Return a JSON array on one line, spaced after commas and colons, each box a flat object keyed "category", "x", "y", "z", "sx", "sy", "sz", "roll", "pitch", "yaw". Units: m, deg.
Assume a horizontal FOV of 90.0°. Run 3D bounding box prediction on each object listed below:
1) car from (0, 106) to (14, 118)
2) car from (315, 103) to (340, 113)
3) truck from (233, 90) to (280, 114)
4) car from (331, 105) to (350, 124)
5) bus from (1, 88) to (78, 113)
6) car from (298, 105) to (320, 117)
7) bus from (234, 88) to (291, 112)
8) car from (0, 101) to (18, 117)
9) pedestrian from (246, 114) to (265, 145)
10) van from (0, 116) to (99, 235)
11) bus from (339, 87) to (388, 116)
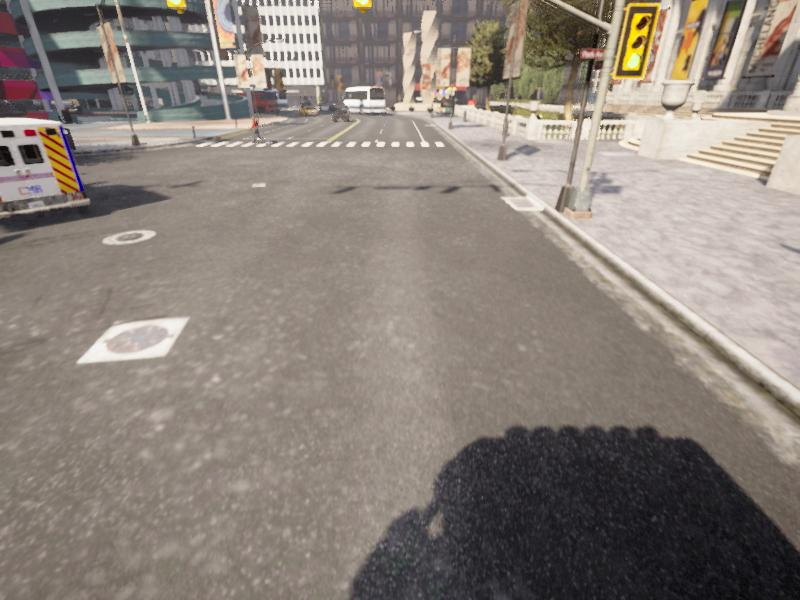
[{"category": "car", "x": -62.354, "y": -28.678, "z": 61.011, "sx": 4.514, "sy": 1.523, "sz": 2.007, "roll": 0, "pitch": 27, "yaw": 0}, {"category": "car", "x": -14.262, "y": -37.804, "z": 78.753, "sx": 4.974, "sy": 1.542, "sz": 2.038, "roll": 23, "pitch": 35, "yaw": 38}, {"category": "truck", "x": -26.965, "y": -37.196, "z": 75.146, "sx": 8.468, "sy": 3.827, "sz": 2.891, "roll": 16, "pitch": 31, "yaw": 28}, {"category": "car", "x": -7.229, "y": -22.883, "z": 49.271, "sx": 1.905, "sy": 1.878, "sz": 3.866, "roll": -1, "pitch": 27, "yaw": -3}, {"category": "bus", "x": -71.308, "y": -39.569, "z": 79.444, "sx": 10.273, "sy": 4.253, "sz": 3.944, "roll": 0, "pitch": 27, "yaw": 0}, {"category": "car", "x": -14.622, "y": -30.214, "z": 63.963, "sx": 1.801, "sy": 1.575, "sz": 5.366, "roll": -14, "pitch": 30, "yaw": -24}, {"category": "bus", "x": -28.358, "y": -41.242, "z": 82.579, "sx": 10.273, "sy": 4.253, "sz": 3.944, "roll": 10, "pitch": 29, "yaw": 19}, {"category": "car", "x": -62.296, "y": -29.027, "z": 60.833, "sx": 5.566, "sy": 2.045, "sz": 2.435, "roll": 0, "pitch": 27, "yaw": 0}, {"category": "pedestrian", "x": -9.741, "y": -11.516, "z": 27.069, "sx": 0.751, "sy": 1.860, "sz": 0.751, "roll": -1, "pitch": 27, "yaw": -2}, {"category": "van", "x": -11.729, "y": -3.900, "z": 11.637, "sx": 6.366, "sy": 2.431, "sz": 2.351, "roll": 19, "pitch": 32, "yaw": 33}, {"category": "bus", "x": -6.510, "y": -34.544, "z": 69.438, "sx": 3.944, "sy": 4.253, "sz": 10.273, "roll": -16, "pitch": 31, "yaw": -28}]
